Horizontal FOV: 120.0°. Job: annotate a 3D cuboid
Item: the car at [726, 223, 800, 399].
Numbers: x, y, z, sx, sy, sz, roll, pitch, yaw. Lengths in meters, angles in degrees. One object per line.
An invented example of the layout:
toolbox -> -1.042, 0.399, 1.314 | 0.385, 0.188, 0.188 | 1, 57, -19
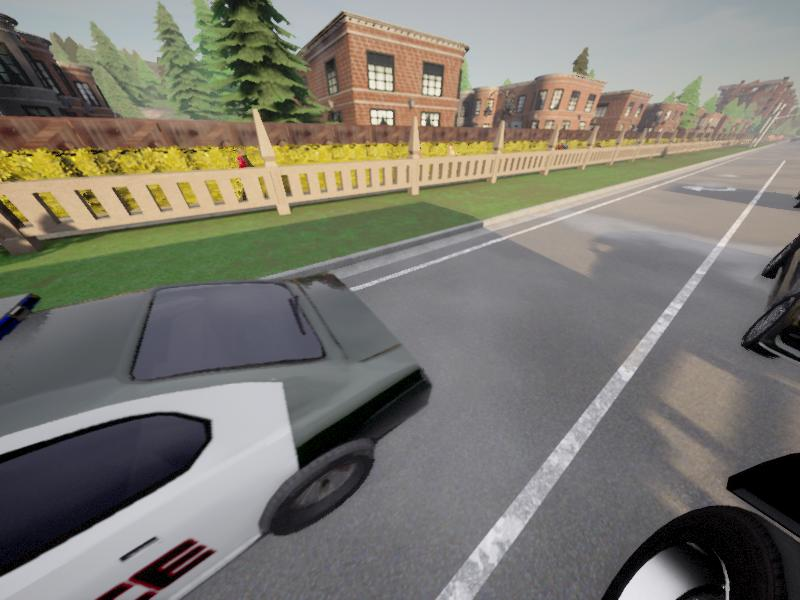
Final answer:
car -> 6.603, -0.196, 2.760 | 5.027, 1.651, 2.152 | -22, 41, -28

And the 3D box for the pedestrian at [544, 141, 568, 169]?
pedestrian -> 12.265, -11.416, 18.177 | 0.751, 1.860, 0.751 | -21, 40, -26

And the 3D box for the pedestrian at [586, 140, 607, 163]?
pedestrian -> 19.254, -14.620, 22.691 | 0.751, 1.860, 0.751 | -23, 41, -28

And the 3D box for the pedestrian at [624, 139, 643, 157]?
pedestrian -> 28.489, -18.547, 28.219 | 0.751, 1.860, 0.751 | -23, 41, -28

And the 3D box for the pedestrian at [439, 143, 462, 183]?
pedestrian -> 2.756, -7.578, 12.778 | 0.751, 1.860, 0.751 | -23, 41, -28

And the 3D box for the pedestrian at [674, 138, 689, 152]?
pedestrian -> 46.626, -25.713, 38.309 | 0.751, 1.860, 0.751 | -22, 40, -28

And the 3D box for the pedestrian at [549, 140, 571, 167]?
pedestrian -> 13.309, -12.190, 19.271 | 0.751, 1.860, 0.751 | -21, 40, -27

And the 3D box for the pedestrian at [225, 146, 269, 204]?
pedestrian -> -5.843, -4.803, 8.884 | 0.751, 1.860, 0.751 | -23, 41, -28

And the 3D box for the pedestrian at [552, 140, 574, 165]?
pedestrian -> 14.508, -13.124, 20.593 | 0.751, 1.860, 0.751 | -25, 42, -30

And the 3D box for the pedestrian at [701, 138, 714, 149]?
pedestrian -> 63.717, -32.519, 47.882 | 0.751, 1.860, 0.751 | -12, 37, -17

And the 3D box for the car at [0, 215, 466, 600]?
car -> -2.260, 0.982, 1.216 | 4.974, 1.542, 2.038 | -22, 41, -28

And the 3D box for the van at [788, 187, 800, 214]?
van -> 16.431, -4.343, 8.278 | 4.442, 1.987, 1.775 | -22, 41, -28

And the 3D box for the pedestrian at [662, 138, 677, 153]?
pedestrian -> 41.681, -23.888, 35.735 | 0.751, 1.860, 0.751 | -22, 41, -28

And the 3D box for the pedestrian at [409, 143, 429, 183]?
pedestrian -> 1.036, -7.671, 12.921 | 0.751, 1.860, 0.751 | -23, 41, -29
